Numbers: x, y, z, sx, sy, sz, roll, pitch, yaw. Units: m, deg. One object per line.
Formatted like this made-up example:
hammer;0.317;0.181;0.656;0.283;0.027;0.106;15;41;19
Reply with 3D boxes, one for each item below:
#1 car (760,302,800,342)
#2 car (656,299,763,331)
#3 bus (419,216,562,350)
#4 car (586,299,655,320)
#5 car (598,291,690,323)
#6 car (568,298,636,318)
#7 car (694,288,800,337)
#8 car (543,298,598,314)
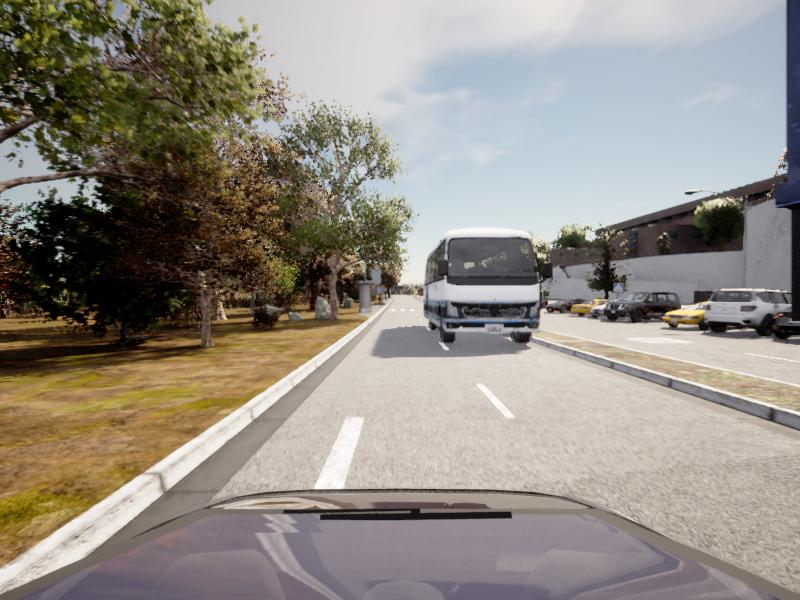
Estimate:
car;16.853;0.836;15.602;4.792;1.488;2.163;1;0;-20
car;16.659;0.761;21.529;5.366;1.575;1.946;1;1;-20
bus;3.126;-0.576;17.843;3.944;4.253;10.273;0;0;-1
car;16.841;0.705;30.602;4.674;1.452;2.002;1;1;-20
car;16.812;0.455;27.579;5.566;2.045;2.435;1;1;-20
car;17.010;0.621;33.675;5.366;1.575;1.946;1;1;-20
car;16.858;0.538;18.599;5.566;2.045;2.435;1;0;-20
car;16.816;0.560;39.598;4.792;1.488;2.163;0;1;-20
